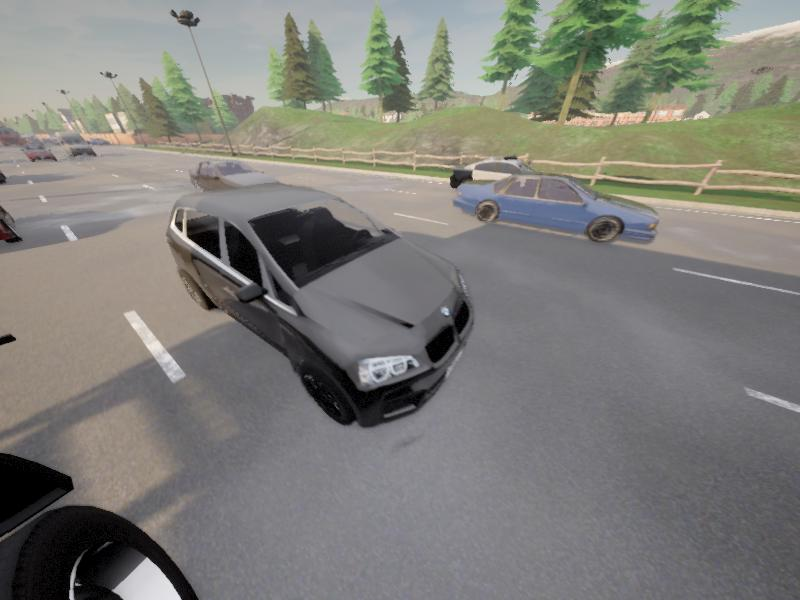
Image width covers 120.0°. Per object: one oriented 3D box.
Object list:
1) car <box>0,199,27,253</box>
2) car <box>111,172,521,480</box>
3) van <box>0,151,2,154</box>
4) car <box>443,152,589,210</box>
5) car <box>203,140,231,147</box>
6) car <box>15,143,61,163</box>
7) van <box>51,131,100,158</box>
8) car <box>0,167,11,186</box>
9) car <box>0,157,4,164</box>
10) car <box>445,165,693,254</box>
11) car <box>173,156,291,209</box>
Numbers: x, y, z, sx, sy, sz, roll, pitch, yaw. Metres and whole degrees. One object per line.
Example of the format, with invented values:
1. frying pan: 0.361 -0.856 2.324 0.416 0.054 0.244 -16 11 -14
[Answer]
1. car: -11.393 -2.065 5.542 4.181 1.385 1.994 22 41 28
2. car: -1.286 -0.534 3.201 4.611 1.667 2.242 22 41 28
3. van: -59.466 -22.117 32.596 6.366 2.431 2.351 22 41 28
4. car: 4.804 -5.425 10.207 5.238 1.638 1.930 22 41 28
5. car: -46.175 -39.639 58.411 5.357 1.411 2.033 -18 39 -24
6. car: -36.141 -14.697 23.070 3.633 1.501 1.845 22 41 28
7. van: -40.133 -19.201 28.541 5.915 2.561 1.988 22 41 28
8. car: -23.889 -7.269 12.581 5.027 1.651 2.152 22 41 28
9. car: -39.745 -13.682 21.646 4.792 1.488 2.163 22 41 28
10. car: 4.351 -3.042 7.042 5.357 1.411 2.033 22 41 28
11. car: -7.553 -5.437 10.328 5.357 1.411 2.033 22 41 28
